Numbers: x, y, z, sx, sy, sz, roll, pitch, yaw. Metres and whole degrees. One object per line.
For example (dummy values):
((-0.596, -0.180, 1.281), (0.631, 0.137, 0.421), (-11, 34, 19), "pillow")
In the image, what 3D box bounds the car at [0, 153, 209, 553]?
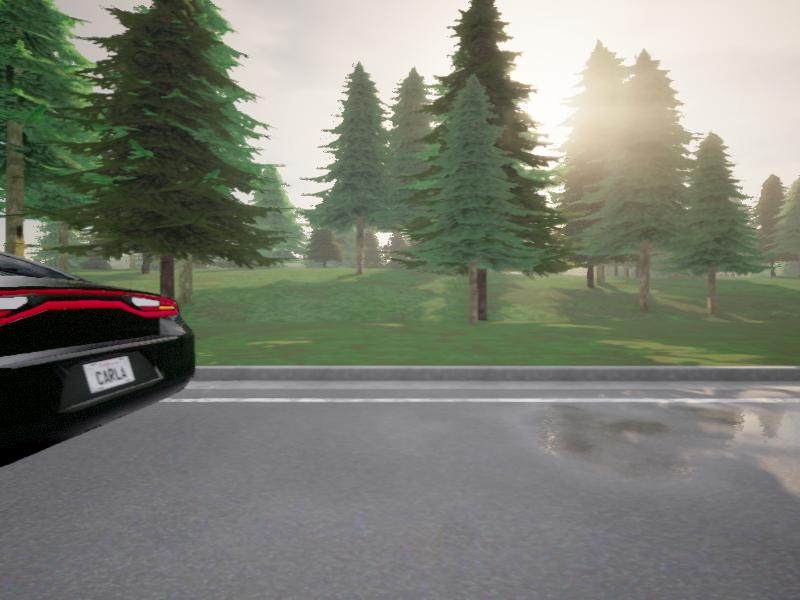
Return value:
((-4.034, 0.219, 2.202), (4.974, 1.542, 2.038), (0, 0, 0), "car")
